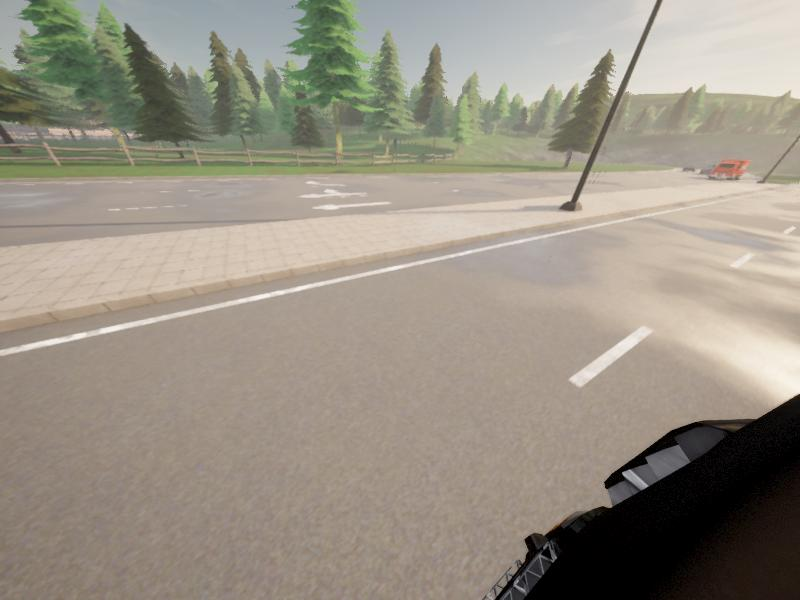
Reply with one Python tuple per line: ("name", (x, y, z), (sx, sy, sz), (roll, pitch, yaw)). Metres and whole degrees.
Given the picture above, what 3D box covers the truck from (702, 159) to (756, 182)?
("truck", (45.515, -18.034, 32.013), (5.204, 2.467, 2.627), (-16, 38, -25))
